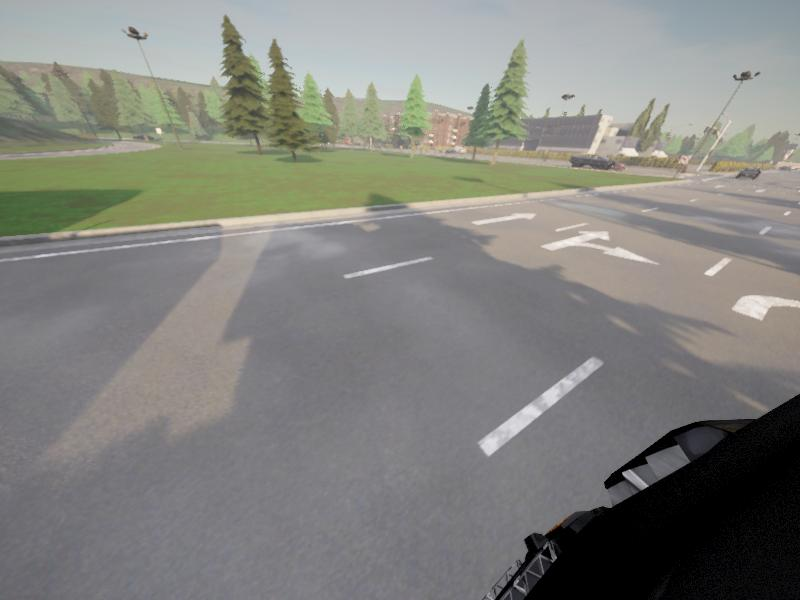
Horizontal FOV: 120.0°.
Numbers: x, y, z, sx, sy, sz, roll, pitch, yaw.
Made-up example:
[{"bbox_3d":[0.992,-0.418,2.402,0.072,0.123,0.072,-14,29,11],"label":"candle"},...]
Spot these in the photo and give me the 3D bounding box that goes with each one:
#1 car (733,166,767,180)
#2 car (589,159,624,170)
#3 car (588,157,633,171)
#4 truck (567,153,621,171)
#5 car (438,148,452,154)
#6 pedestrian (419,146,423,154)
[{"bbox_3d":[52.202,-18.933,34.425,4.902,1.511,2.128,-19,40,-29],"label":"car"},{"bbox_3d":[37.692,-24.880,42.288,1.994,1.385,4.181,-17,39,-27],"label":"car"},{"bbox_3d":[35.656,-23.171,39.379,2.152,1.651,5.027,-17,39,-27],"label":"car"},{"bbox_3d":[32.061,-23.038,38.490,2.390,2.098,6.274,-17,39,-27],"label":"truck"},{"bbox_3d":[16.410,-54.033,83.739,2.038,1.542,4.974,-17,39,-26],"label":"car"},{"bbox_3d":[5.868,-42.176,64.791,0.751,1.860,0.751,-16,38,-26],"label":"pedestrian"}]
